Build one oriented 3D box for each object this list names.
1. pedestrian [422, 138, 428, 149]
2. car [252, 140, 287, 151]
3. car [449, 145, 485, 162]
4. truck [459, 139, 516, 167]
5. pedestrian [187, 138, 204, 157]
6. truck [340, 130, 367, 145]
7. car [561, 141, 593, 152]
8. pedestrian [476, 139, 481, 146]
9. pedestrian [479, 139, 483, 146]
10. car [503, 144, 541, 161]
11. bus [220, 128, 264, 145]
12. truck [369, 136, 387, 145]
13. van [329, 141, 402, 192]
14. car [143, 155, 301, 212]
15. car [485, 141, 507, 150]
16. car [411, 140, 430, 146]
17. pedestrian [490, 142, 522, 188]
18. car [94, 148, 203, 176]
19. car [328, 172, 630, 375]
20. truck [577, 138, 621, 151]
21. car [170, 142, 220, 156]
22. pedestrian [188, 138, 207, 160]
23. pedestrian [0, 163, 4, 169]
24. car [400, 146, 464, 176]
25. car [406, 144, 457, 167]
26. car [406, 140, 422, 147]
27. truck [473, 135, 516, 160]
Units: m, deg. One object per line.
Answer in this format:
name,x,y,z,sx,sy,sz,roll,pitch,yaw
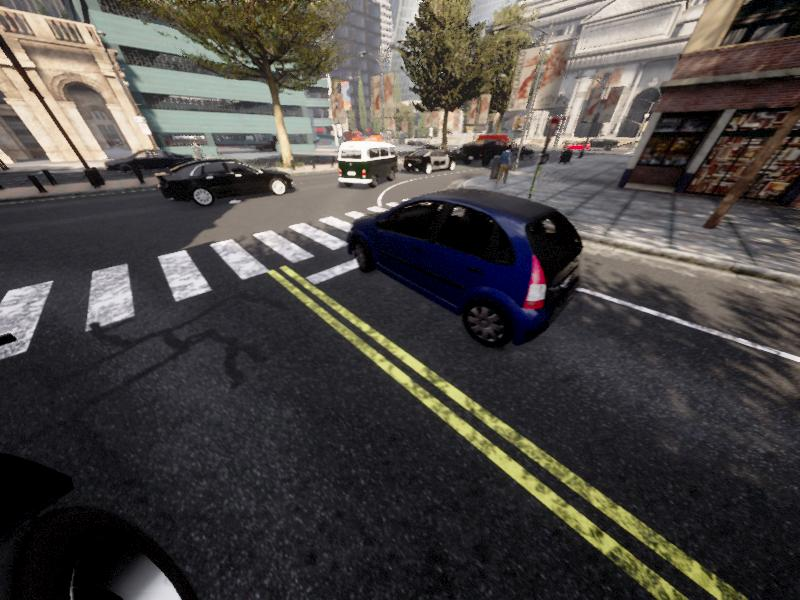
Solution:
pedestrian,5.280,-33.275,49.053,0.751,1.860,0.751,-24,42,-30
car,-23.175,-27.531,41.190,2.128,1.511,4.902,30,45,35
car,7.559,-16.579,26.097,1.970,1.475,3.806,30,45,35
truck,8.714,-14.634,22.816,2.390,2.098,6.274,30,45,35
pedestrian,-24.597,-18.386,27.851,0.751,1.860,0.751,28,44,34
truck,-15.442,-54.156,77.069,8.468,3.827,2.891,14,38,19
car,34.854,-30.447,45.674,4.611,1.667,2.242,14,37,19
pedestrian,22.446,-44.939,65.895,0.751,1.860,0.751,23,41,29
pedestrian,23.031,-44.812,65.719,0.751,1.860,0.751,-1,35,-1
car,14.791,-17.919,27.999,2.128,1.511,4.902,30,45,35
bus,-49.838,-51.807,73.203,10.273,4.253,3.944,-22,41,-28
truck,-7.336,-53.321,77.107,5.204,2.467,2.627,22,41,27
van,-1.618,-7.615,12.889,2.069,2.038,4.480,12,37,16
car,-7.161,-5.183,9.896,1.837,1.490,4.892,30,45,35
car,19.913,-32.087,48.017,3.705,1.549,1.789,-13,37,-18
car,5.997,-45.697,67.317,5.357,1.411,2.033,30,45,35
pedestrian,5.223,-6.664,11.430,0.751,1.860,0.751,-27,43,-33
car,-18.874,-10.651,17.654,2.033,1.411,5.357,30,45,35
car,0.734,-1.001,3.926,1.851,1.617,3.988,-28,44,-34
truck,40.438,-31.739,47.156,6.274,2.098,2.390,30,45,35
car,-28.399,-21.081,32.112,2.161,1.482,4.786,30,45,35
pedestrian,-21.141,-15.759,24.155,0.751,1.860,0.751,29,44,34
pedestrian,-30.141,-10.260,16.992,0.500,1.100,0.500,30,45,35
car,2.538,-10.866,17.853,1.930,1.638,5.238,30,45,35
car,3.117,-14.072,22.388,1.930,1.638,5.238,30,45,35
car,3.972,-44.009,64.935,4.181,1.385,1.994,30,45,35
truck,12.146,-19.646,29.597,2.627,2.467,5.204,30,45,35
